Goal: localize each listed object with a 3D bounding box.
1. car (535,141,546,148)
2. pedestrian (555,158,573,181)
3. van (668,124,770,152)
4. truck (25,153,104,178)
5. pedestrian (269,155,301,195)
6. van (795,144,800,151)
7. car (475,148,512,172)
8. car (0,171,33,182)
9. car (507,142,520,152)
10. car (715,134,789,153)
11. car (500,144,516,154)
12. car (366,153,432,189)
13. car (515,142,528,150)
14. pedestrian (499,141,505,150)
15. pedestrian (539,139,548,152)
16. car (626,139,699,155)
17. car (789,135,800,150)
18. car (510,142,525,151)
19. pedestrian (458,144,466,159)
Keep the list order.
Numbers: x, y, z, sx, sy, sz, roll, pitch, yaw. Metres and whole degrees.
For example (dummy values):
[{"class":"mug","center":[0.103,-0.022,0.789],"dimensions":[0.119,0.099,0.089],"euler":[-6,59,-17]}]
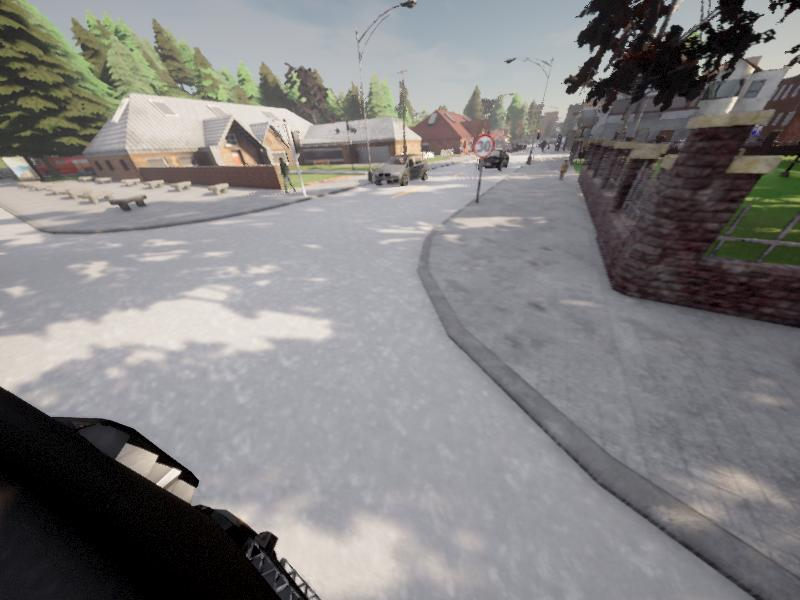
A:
[{"class":"car","center":[38.051,-42.117,62.537],"dimensions":[1.882,1.535,5.008],"euler":[16,38,26]},{"class":"pedestrian","center":[9.064,-7.229,12.797],"dimensions":[0.500,1.100,0.500],"euler":[16,38,26]},{"class":"van","center":[37.552,-19.283,27.668],"dimensions":[6.366,2.431,2.351],"euler":[16,38,26]},{"class":"truck","center":[-71.631,-29.040,49.698],"dimensions":[2.891,3.827,8.468],"euler":[16,38,26]},{"class":"pedestrian","center":[-6.246,-6.809,12.638],"dimensions":[0.751,1.860,0.751],"euler":[7,35,15]},{"class":"van","center":[41.925,-15.140,21.542],"dimensions":[4.442,1.987,1.775],"euler":[15,38,24]},{"class":"car","center":[8.396,-12.513,20.579],"dimensions":[1.882,1.535,5.008],"euler":[16,38,26]},{"class":"car","center":[-72.157,-22.847,42.684],"dimensions":[1.994,1.385,4.181],"euler":[9,36,18]},{"class":"car","center":[24.712,-33.273,50.281],"dimensions":[1.851,1.617,3.988],"euler":[16,38,26]},{"class":"car","center":[36.777,-16.478,24.344],"dimensions":[3.633,1.501,1.845],"euler":[15,38,25]},{"class":"car","center":[21.239,-29.655,45.357],"dimensions":[1.994,1.385,4.181],"euler":[16,38,26]},{"class":"car","center":[0.149,-8.722,15.428],"dimensions":[2.242,1.667,4.611],"euler":[16,38,26]},{"class":"car","center":[31.227,-39.726,59.537],"dimensions":[2.163,1.488,4.792],"euler":[16,38,26]},{"class":"pedestrian","center":[25.732,-39.054,58.379],"dimensions":[0.751,1.860,0.751],"euler":[27,44,37]},{"class":"pedestrian","center":[25.893,-27.873,41.690],"dimensions":[0.751,1.860,0.751],"euler":[23,41,33]},{"class":"car","center":[30.939,-18.253,27.562],"dimensions":[5.357,1.411,2.033],"euler":[17,39,27]},{"class":"car","center":[45.166,-16.411,23.815],"dimensions":[4.718,1.301,1.895],"euler":[18,39,28]},{"class":"car","center":[27.996,-36.497,54.961],"dimensions":[2.163,1.488,4.792],"euler":[16,38,26]},{"class":"pedestrian","center":[9.063,-21.804,33.885],"dimensions":[0.751,1.860,0.751],"euler":[17,39,27]}]
